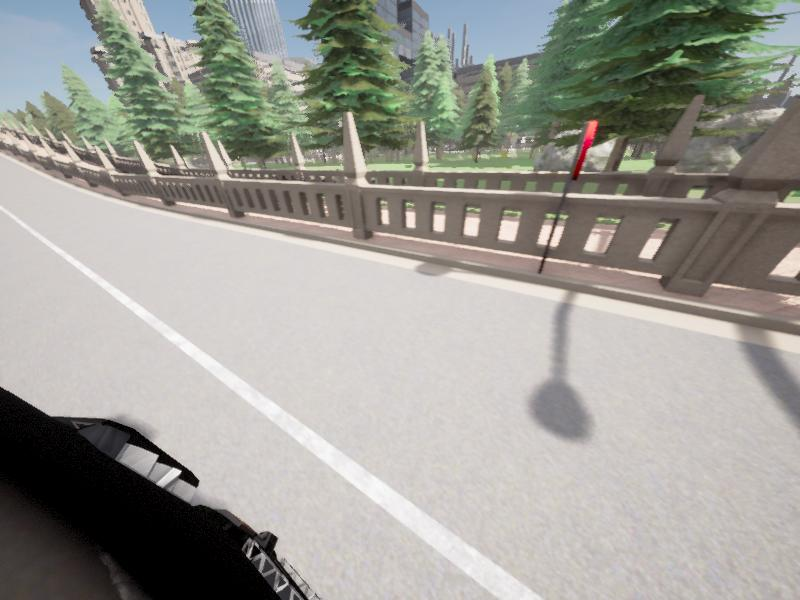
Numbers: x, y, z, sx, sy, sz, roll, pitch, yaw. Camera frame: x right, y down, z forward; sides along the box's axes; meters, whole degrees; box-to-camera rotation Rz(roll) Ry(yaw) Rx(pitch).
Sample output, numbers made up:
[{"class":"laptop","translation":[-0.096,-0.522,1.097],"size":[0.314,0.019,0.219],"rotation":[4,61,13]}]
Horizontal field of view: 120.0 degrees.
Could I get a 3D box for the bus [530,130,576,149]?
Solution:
[{"class":"bus","translation":[45.160,-47.526,68.609],"size":[10.273,4.253,3.944],"rotation":[16,38,26]}]
